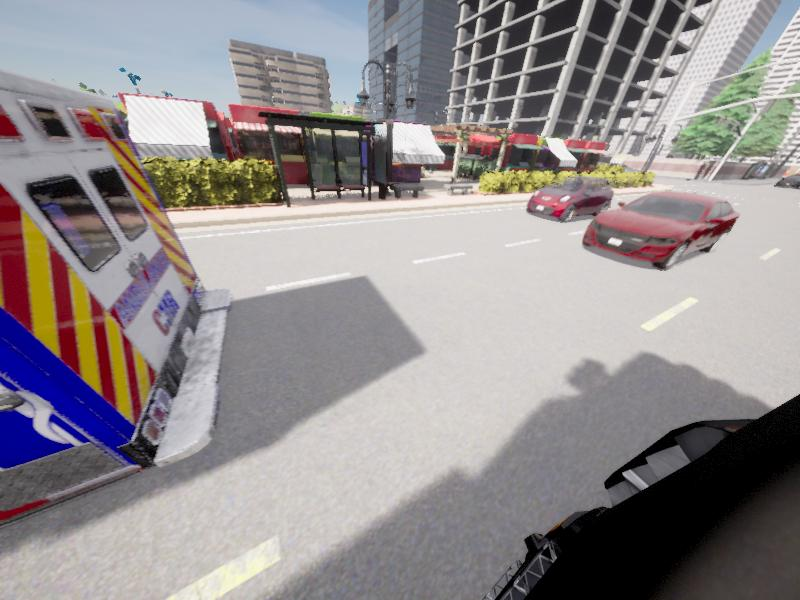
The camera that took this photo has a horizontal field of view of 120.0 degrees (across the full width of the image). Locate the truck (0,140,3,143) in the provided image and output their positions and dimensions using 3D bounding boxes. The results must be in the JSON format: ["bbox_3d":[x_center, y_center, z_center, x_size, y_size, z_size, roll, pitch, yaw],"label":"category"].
[{"bbox_3d":[-56.055,-21.474,28.240,2.891,3.827,8.468,-13,37,-23],"label":"truck"}]

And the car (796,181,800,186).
[{"bbox_3d":[63.191,-18.292,35.273,3.988,1.617,1.851,-14,37,-24],"label":"car"}]

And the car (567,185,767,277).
[{"bbox_3d":[7.432,-2.178,6.460,5.008,1.535,1.882,-14,37,-24],"label":"car"}]

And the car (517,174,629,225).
[{"bbox_3d":[7.114,-4.278,9.601,3.633,1.501,1.845,-14,37,-24],"label":"car"}]

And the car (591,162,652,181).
[{"bbox_3d":[27.176,-15.957,28.628,2.033,1.649,4.856,-14,37,-24],"label":"car"}]

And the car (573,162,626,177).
[{"bbox_3d":[28.374,-18.707,33.076,2.033,1.411,5.357,-14,37,-24],"label":"car"}]

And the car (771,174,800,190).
[{"bbox_3d":[49.925,-15.001,29.230,5.008,1.535,1.882,-13,37,-23],"label":"car"}]

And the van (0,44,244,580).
[{"bbox_3d":[-4.607,0.464,0.695,6.366,2.431,2.351,-14,37,-24],"label":"van"}]
